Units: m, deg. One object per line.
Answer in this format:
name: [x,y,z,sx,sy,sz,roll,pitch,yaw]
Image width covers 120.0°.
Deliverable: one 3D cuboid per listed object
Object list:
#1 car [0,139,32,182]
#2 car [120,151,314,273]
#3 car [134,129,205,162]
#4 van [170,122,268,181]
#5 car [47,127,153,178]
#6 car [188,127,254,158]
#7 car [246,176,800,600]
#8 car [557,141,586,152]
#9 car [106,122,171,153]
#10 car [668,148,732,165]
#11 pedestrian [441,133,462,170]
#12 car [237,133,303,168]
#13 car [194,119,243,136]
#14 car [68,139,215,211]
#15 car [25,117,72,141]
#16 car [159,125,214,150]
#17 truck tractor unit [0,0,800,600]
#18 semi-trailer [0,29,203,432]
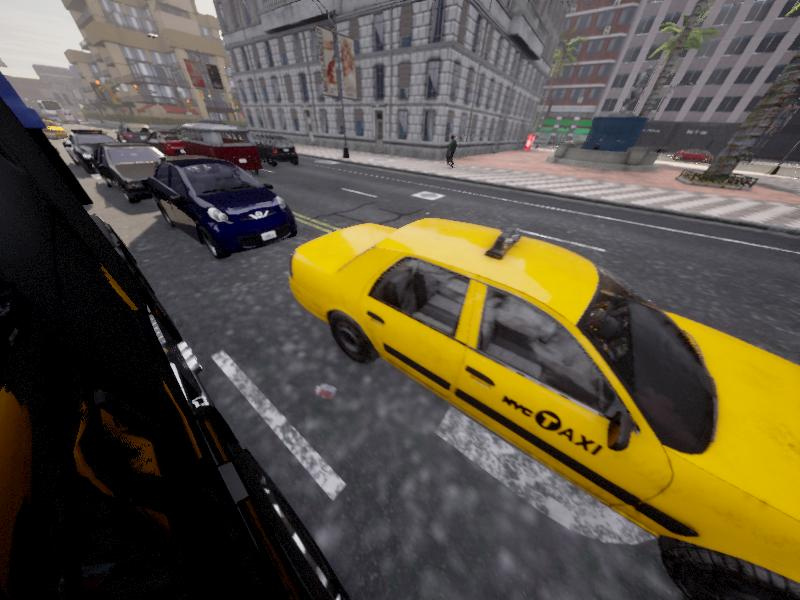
car: [-16.261,-5.504,8.712,3.633,1.501,1.845,25,42,27]
car: [-3.942,-2.200,5.080,3.633,1.501,1.845,26,42,28]
car: [-14.826,-9.998,14.870,4.193,1.474,1.816,25,42,27]
van: [-8.795,-7.316,11.243,4.442,1.987,1.775,26,42,28]
car: [-14.437,-7.220,11.119,4.974,1.542,2.038,26,42,27]
car: [-13.749,-12.133,17.720,5.366,1.575,1.801,25,42,27]
car: [1.074,0.184,2.171,5.366,1.575,1.801,26,42,28]
car: [32.321,-29.102,43.641,1.970,1.475,3.806,-24,44,-32]
car: [-20.144,-12.577,17.815,4.611,1.667,2.242,28,44,30]
car: [40.188,-19.418,31.162,2.163,1.488,4.792,-8,38,-14]
pedestrian: [3.228,-9.294,14.505,0.751,1.860,0.751,24,41,25]
car: [-8.120,-9.428,14.482,3.705,1.549,1.789,26,42,28]
car: [-29.236,-27.880,37.439,2.150,2.045,5.566,19,40,21]
car: [-9.048,-4.572,8.038,5.357,1.411,2.033,26,42,27]
car: [-33.540,-16.311,22.012,5.366,1.575,1.801,27,43,29]
car: [-19.280,-14.718,20.867,4.514,1.525,2.007,25,42,27]
truck tractor unit: [-2.645,-0.295,0.351,6.516,4.208,3.053,28,44,30]
semi-trailer: [-8.801,-3.532,4.125,14.254,4.402,2.717,27,43,29]
